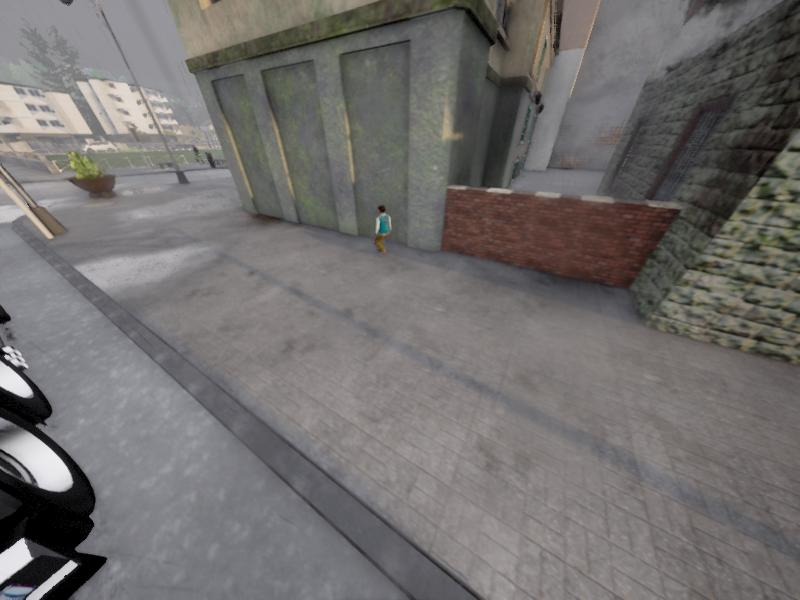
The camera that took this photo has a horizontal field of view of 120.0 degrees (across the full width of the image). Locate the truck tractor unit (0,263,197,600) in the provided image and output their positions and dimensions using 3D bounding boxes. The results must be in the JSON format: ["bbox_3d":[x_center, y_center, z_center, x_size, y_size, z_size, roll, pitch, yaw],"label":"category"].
[{"bbox_3d":[-5.116,-0.293,0.793,6.516,4.208,3.053,18,39,25],"label":"truck tractor unit"}]

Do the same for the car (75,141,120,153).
[{"bbox_3d":[-69.237,-35.132,53.021,2.150,2.045,5.566,18,39,24],"label":"car"}]

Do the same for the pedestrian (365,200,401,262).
[{"bbox_3d":[-0.344,-1.456,4.896,0.500,1.100,0.500,-29,44,-35],"label":"pedestrian"}]
